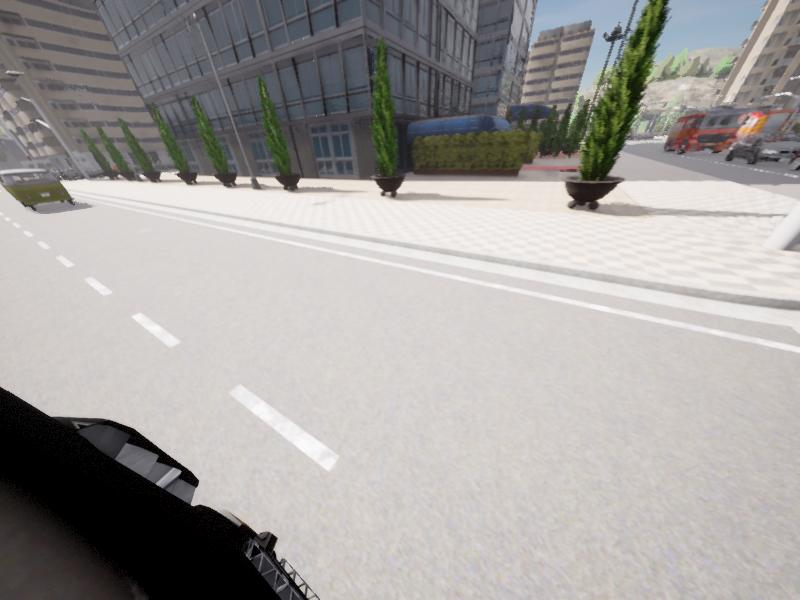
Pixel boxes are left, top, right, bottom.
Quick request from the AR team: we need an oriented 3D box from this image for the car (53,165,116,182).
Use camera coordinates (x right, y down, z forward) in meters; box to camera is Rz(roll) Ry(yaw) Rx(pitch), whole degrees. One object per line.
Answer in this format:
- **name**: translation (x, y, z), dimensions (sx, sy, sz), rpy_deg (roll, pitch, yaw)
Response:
- **car**: translation (-42.460, -17.138, 31.302), dimensions (2.007, 1.525, 4.514), rpy_deg (10, 36, 19)

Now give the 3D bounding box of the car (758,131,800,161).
- **car**: translation (29.416, -11.123, 16.559), dimensions (1.930, 1.638, 5.238), rpy_deg (16, 38, 25)

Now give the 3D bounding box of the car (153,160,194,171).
- **car**: translation (-44.836, -26.776, 45.906), dimensions (2.033, 1.411, 5.357), rpy_deg (16, 38, 26)

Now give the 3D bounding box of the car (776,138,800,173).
- **car**: translation (21.208, -6.656, 10.687), dimensions (1.882, 1.535, 5.008), rpy_deg (16, 38, 26)

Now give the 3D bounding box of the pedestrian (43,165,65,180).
- **pedestrian**: translation (-51.099, -18.765, 34.092), dimensions (0.751, 1.860, 0.751), rpy_deg (4, 34, 10)

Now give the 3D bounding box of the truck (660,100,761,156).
- **truck**: translation (30.766, -17.285, 23.643), dimensions (2.891, 3.827, 8.468), rpy_deg (17, 39, 27)

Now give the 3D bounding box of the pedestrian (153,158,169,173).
- **pedestrian**: translation (-35.763, -20.094, 34.533), dimensions (0.751, 1.860, 0.751), rpy_deg (18, 39, 28)

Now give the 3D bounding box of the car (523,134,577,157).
- **car**: translation (19.125, -19.722, 29.493), dimensions (6.274, 2.098, 2.390), rpy_deg (-20, 37, -23)

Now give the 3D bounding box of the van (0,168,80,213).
- **van**: translation (-21.620, -6.598, 13.661), dimensions (4.442, 1.987, 1.775), rpy_deg (16, 38, 26)

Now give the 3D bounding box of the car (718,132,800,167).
- **car**: translation (24.461, -10.031, 15.314), dimensions (2.242, 1.667, 4.611), rpy_deg (16, 38, 26)

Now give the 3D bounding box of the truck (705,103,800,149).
- **truck**: translation (41.425, -20.371, 27.358), dimensions (2.891, 3.827, 8.468), rpy_deg (16, 38, 26)

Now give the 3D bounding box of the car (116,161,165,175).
- **car**: translation (-44.823, -22.998, 40.089), dimensions (1.930, 1.638, 5.238), rpy_deg (16, 38, 26)
